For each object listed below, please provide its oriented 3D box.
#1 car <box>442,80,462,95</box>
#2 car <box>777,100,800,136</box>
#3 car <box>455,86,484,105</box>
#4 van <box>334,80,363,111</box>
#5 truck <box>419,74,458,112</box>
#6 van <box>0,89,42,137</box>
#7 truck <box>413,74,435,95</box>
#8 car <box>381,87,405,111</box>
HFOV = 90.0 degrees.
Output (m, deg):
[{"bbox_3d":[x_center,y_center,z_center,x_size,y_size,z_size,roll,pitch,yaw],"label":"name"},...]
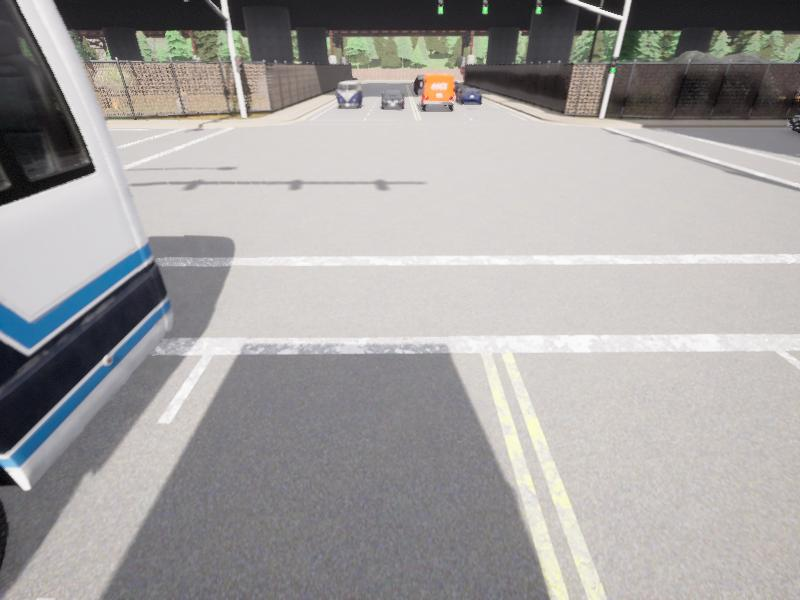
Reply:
[{"bbox_3d":[6.484,-26.714,50.250,1.970,1.475,3.806,0,30,0],"label":"car"},{"bbox_3d":[22.039,-8.893,19.622,4.892,1.490,1.837,0,30,0],"label":"car"},{"bbox_3d":[6.468,-19.239,37.538,1.994,1.385,4.181,0,30,0],"label":"car"},{"bbox_3d":[-4.072,-16.680,32.550,1.775,1.987,4.442,0,30,0],"label":"van"},{"bbox_3d":[2.962,-16.798,32.277,2.627,2.467,5.204,0,30,0],"label":"truck"},{"bbox_3d":[-20.893,-9.181,19.614,4.442,1.987,1.775,0,30,0],"label":"van"},{"bbox_3d":[2.984,-27.122,50.289,2.390,2.098,6.274,0,30,0],"label":"truck"},{"bbox_3d":[-0.559,-16.462,32.714,1.812,1.442,4.674,0,30,0],"label":"car"}]
